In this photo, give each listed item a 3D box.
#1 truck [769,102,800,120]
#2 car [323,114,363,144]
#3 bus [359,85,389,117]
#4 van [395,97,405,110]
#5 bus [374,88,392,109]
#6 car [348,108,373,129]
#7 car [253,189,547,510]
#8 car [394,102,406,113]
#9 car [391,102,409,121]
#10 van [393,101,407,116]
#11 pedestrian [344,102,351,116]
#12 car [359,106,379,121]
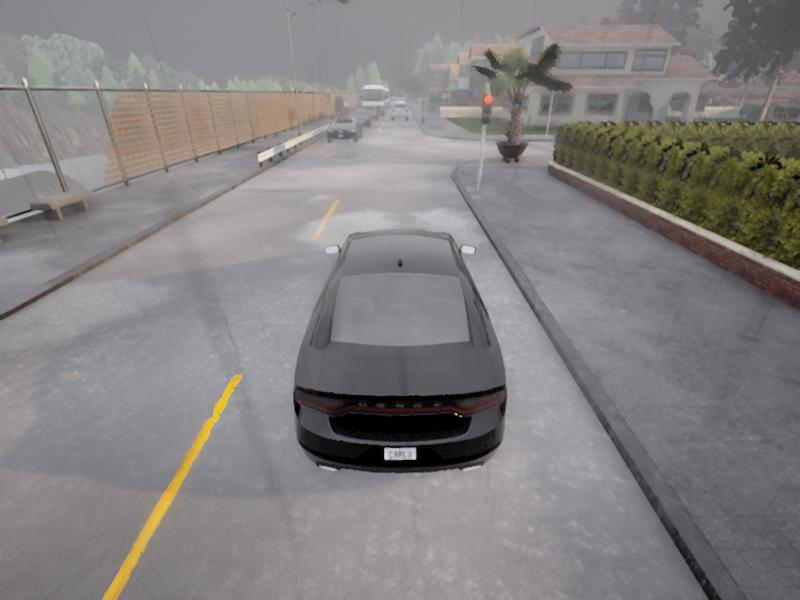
[{"bbox_3d":[53.528,-25.263,53.431,2.390,2.098,6.274,0,27,0],"label":"truck"},{"bbox_3d":[-4.000,-12.477,29.094,2.152,1.651,5.027,0,27,0],"label":"car"},{"bbox_3d":[-3.880,-31.361,62.937,3.944,4.253,10.273,0,27,0],"label":"bus"},{"bbox_3d":[0.000,-45.028,91.508,2.351,2.431,6.366,0,27,0],"label":"van"},{"bbox_3d":[-3.881,-47.578,94.475,3.944,4.253,10.273,0,27,0],"label":"bus"},{"bbox_3d":[-3.999,-18.797,41.376,2.033,1.649,4.856,0,28,0],"label":"car"},{"bbox_3d":[0.001,-0.112,5.142,1.882,1.535,5.008,0,27,0],"label":"car"},{"bbox_3d":[-0.002,-37.254,77.375,2.242,1.667,4.611,0,27,0],"label":"car"},{"bbox_3d":[-0.004,-24.935,52.857,2.150,2.045,5.566,0,27,0],"label":"car"},{"bbox_3d":[-0.002,-30.119,62.954,2.069,2.038,4.480,0,27,0],"label":"van"},{"bbox_3d":[-7.835,-28.636,59.980,0.751,1.860,0.751,-14,30,-25],"label":"pedestrian"},{"bbox_3d":[-4.000,-24.424,52.280,2.242,1.667,4.611,0,27,0],"label":"car"}]
